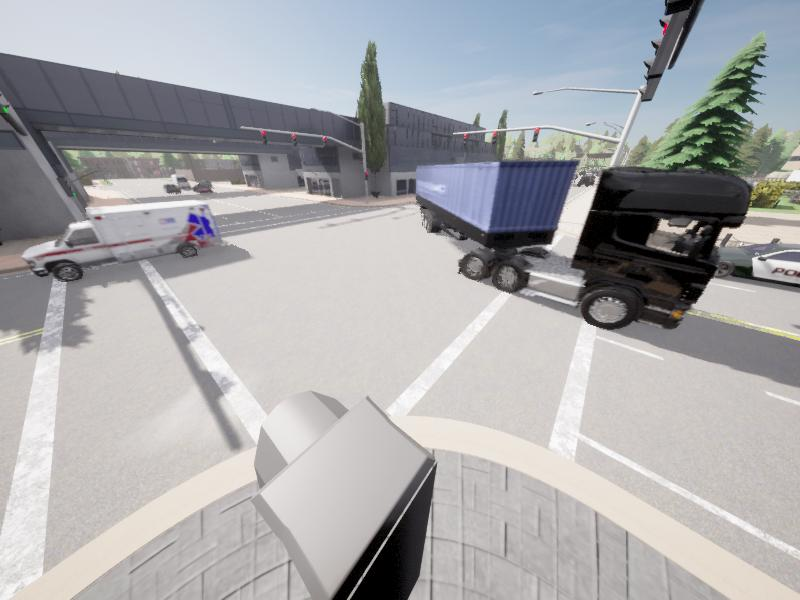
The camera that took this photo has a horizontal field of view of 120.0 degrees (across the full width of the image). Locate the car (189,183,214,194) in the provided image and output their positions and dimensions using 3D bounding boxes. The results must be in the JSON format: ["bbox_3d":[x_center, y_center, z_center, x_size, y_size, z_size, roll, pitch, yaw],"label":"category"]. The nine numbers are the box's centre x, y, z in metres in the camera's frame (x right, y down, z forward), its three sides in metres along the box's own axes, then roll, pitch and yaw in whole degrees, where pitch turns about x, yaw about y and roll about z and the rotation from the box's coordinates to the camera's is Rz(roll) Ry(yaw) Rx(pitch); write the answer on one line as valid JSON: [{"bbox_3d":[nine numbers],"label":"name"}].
[{"bbox_3d":[-34.639,-19.437,40.304,4.181,1.385,1.994,22,37,33],"label":"car"}]

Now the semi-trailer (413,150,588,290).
[{"bbox_3d":[3.366,-5.944,13.863,2.717,4.402,14.254,-4,30,-5],"label":"semi-trailer"}]

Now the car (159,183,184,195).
[{"bbox_3d":[-38.979,-18.981,39.387,4.892,1.490,1.837,23,37,34],"label":"car"}]

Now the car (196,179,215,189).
[{"bbox_3d":[-41.330,-24.651,49.096,3.988,1.617,1.851,24,38,35],"label":"car"}]

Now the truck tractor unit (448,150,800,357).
[{"bbox_3d":[5.351,-2.156,7.518,3.053,4.208,6.516,-24,37,-35],"label":"truck tractor unit"}]

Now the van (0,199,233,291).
[{"bbox_3d":[-12.223,-3.001,10.776,2.351,2.431,6.366,23,37,34],"label":"van"}]

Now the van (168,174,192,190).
[{"bbox_3d":[-46.018,-24.706,48.261,5.915,2.561,1.988,23,37,34],"label":"van"}]

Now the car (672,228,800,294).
[{"bbox_3d":[14.717,-1.456,8.997,4.974,1.542,2.038,23,37,34],"label":"car"}]

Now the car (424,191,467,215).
[{"bbox_3d":[4.786,-10.200,24.000,2.242,1.667,4.611,23,37,34],"label":"car"}]
